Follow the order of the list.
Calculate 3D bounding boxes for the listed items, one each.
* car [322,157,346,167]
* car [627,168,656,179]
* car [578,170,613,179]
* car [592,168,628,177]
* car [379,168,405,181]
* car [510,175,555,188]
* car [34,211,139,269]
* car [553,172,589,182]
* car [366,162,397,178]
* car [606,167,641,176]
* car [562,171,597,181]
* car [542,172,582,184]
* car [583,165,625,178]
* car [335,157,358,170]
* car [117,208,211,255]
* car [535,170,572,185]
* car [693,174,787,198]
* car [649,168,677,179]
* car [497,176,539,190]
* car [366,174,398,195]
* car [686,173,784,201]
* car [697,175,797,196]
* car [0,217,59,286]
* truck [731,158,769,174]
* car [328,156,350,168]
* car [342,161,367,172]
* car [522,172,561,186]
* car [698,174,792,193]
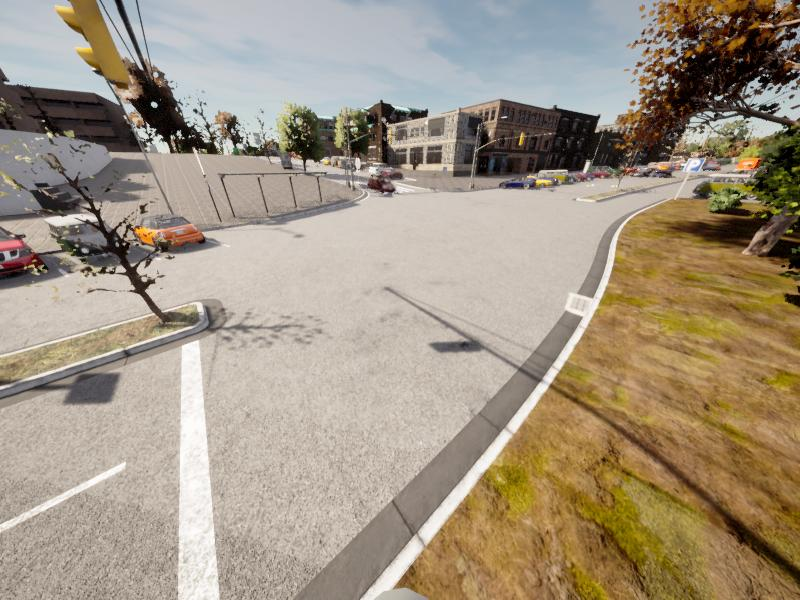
[{"bbox_3d":[-14.577,-30.665,51.280,1.946,1.575,5.366,21,37,23],"label":"car"},{"bbox_3d":[44.778,-23.503,42.876,4.902,1.511,2.128,-19,35,-26],"label":"car"},{"bbox_3d":[36.781,-23.674,43.552,4.674,1.452,2.002,20,37,33],"label":"car"},{"bbox_3d":[41.921,-25.455,46.197,5.008,1.535,2.097,20,37,33],"label":"car"},{"bbox_3d":[-1.231,-20.775,38.067,2.002,1.452,4.674,21,37,23],"label":"car"},{"bbox_3d":[19.246,-17.332,33.735,5.366,1.575,1.946,18,36,31],"label":"car"},{"bbox_3d":[-16.054,-3.211,11.856,4.442,1.987,1.878,15,34,27],"label":"car"},{"bbox_3d":[29.144,-21.005,39.471,4.674,1.452,2.002,19,37,32],"label":"car"},{"bbox_3d":[-3.124,-22.424,39.795,2.435,2.045,5.566,21,37,23],"label":"car"},{"bbox_3d":[47.102,-27.159,48.787,5.008,1.535,2.097,21,38,34],"label":"car"},{"bbox_3d":[31.680,-21.906,40.851,4.674,1.452,2.002,19,36,32],"label":"car"},{"bbox_3d":[26.611,-20.140,38.075,4.892,1.521,2.231,19,36,32],"label":"car"},{"bbox_3d":[39.365,-24.796,44.732,5.566,2.045,2.435,20,37,33],"label":"car"},{"bbox_3d":[-10.866,-27.919,47.185,1.878,1.987,4.442,21,37,23],"label":"car"},{"bbox_3d":[-13.789,-4.164,13.541,4.553,1.767,2.185,15,35,27],"label":"car"},{"bbox_3d":[24.186,-19.390,36.497,4.442,1.987,1.878,19,36,31],"label":"car"},{"bbox_3d":[33.092,-11.306,22.797,4.553,1.767,2.185,20,37,31],"label":"car"},{"bbox_3d":[46.224,-22.201,40.587,4.193,1.474,1.816,-19,35,-26],"label":"car"},{"bbox_3d":[16.543,-16.502,32.563,4.792,1.488,2.163,18,36,31],"label":"car"},{"bbox_3d":[-2.228,-13.867,27.645,1.851,1.617,3.988,-20,41,-31],"label":"car"},{"bbox_3d":[30.571,-10.506,21.390,4.442,1.987,1.878,20,38,31],"label":"car"},{"bbox_3d":[35.730,-12.037,24.127,5.366,1.575,1.946,21,37,31],"label":"car"},{"bbox_3d":[-18.453,-2.226,10.271,5.566,2.045,2.435,15,34,27],"label":"car"},{"bbox_3d":[70.194,-26.936,46.354,5.204,2.467,2.627,-17,34,-24],"label":"truck"},{"bbox_3d":[-12.791,-29.317,49.059,1.878,1.987,4.442,21,37,23],"label":"car"},{"bbox_3d":[-8.914,-26.385,45.522,2.231,1.521,4.892,21,37,23],"label":"car"},{"bbox_3d":[21.562,-18.424,35.211,4.553,1.767,2.185,19,36,31],"label":"car"},{"bbox_3d":[37.900,-13.039,25.682,5.366,1.575,1.946,21,38,31],"label":"car"}]
